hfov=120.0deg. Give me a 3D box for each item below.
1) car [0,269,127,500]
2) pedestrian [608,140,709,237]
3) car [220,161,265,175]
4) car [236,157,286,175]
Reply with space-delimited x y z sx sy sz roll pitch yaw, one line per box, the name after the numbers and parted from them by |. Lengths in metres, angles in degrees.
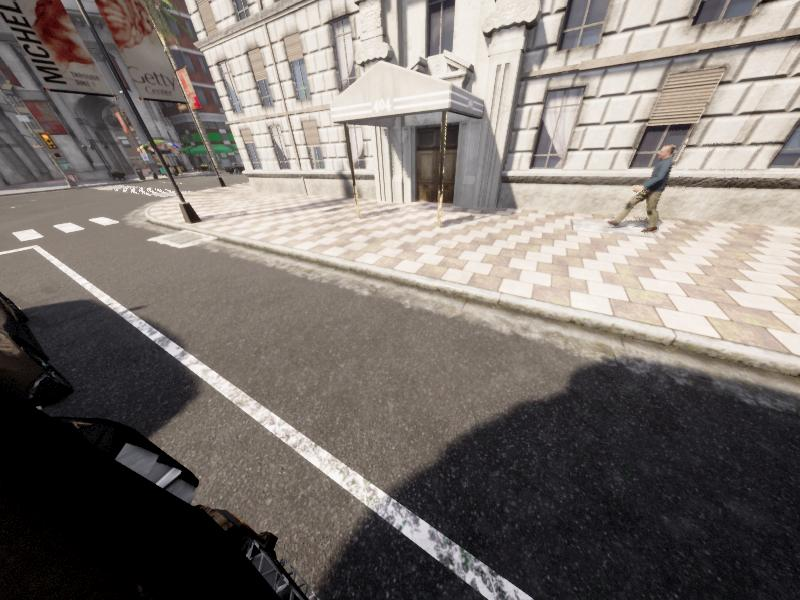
-5.465 0.514 2.227 4.902 1.511 2.128 15 38 25 | car
5.724 -2.519 5.297 0.751 1.860 0.751 15 37 25 | pedestrian
-21.808 -18.457 32.248 1.895 1.301 4.718 16 38 27 | car
-18.482 -18.039 31.051 1.930 1.638 5.238 16 38 26 | car
